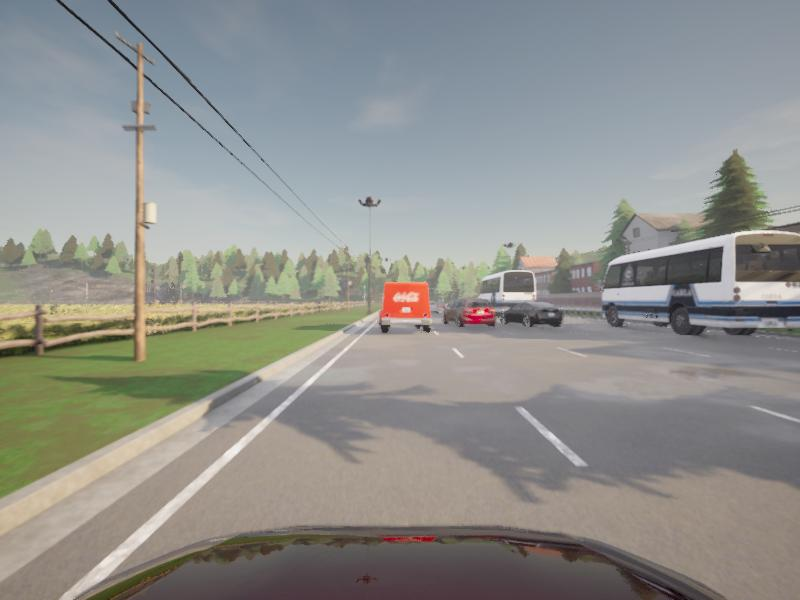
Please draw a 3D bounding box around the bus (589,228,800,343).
[{"bbox_3d":[13.881,-0.529,20.018,3.944,4.253,10.273,0,0,0],"label":"bus"}]

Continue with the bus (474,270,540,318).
[{"bbox_3d":[10.383,-0.523,40.345,3.944,4.253,10.273,0,0,0],"label":"bus"}]

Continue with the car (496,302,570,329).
[{"bbox_3d":[7.899,0.858,24.340,2.163,1.488,4.792,0,0,-11],"label":"car"}]

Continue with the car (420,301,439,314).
[{"bbox_3d":[3.503,0.867,47.683,1.970,1.475,3.806,0,0,0],"label":"car"}]

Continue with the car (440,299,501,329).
[{"bbox_3d":[4.172,0.763,24.726,2.242,1.667,4.611,0,0,-10],"label":"car"}]

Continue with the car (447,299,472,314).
[{"bbox_3d":[7.006,0.769,47.515,2.242,1.667,4.611,0,0,0],"label":"car"}]

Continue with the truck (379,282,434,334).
[{"bbox_3d":[0.226,0.364,21.561,2.627,2.467,5.204,0,0,-2],"label":"truck"}]
